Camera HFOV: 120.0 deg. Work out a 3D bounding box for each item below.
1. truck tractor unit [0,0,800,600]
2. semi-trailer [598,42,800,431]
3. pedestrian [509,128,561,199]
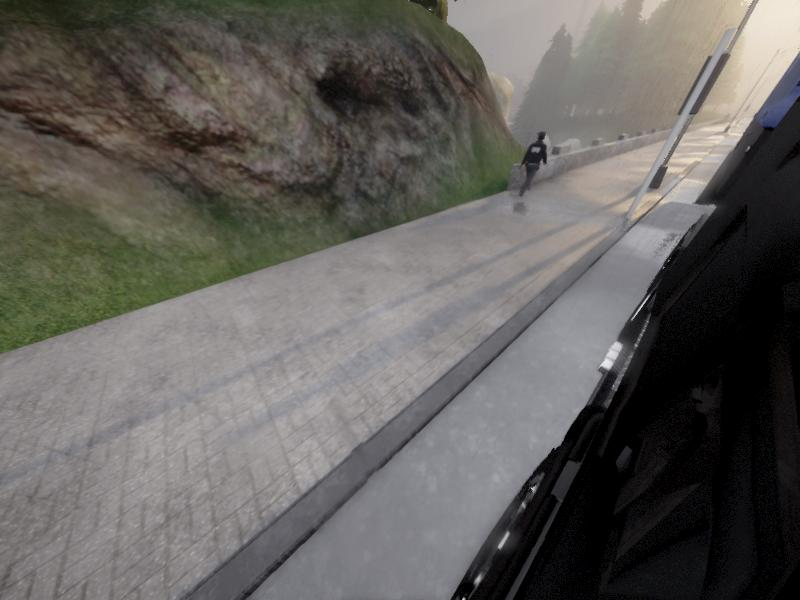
[{"bbox_3d":[2.645,-0.295,0.351,6.516,4.208,3.053,-28,44,-30],"label":"truck tractor unit"},{"bbox_3d":[8.694,-3.601,4.243,14.254,4.402,2.717,-28,44,-30],"label":"semi-trailer"},{"bbox_3d":[4.291,-4.371,7.448,0.751,1.860,0.751,-30,45,-32],"label":"pedestrian"}]
